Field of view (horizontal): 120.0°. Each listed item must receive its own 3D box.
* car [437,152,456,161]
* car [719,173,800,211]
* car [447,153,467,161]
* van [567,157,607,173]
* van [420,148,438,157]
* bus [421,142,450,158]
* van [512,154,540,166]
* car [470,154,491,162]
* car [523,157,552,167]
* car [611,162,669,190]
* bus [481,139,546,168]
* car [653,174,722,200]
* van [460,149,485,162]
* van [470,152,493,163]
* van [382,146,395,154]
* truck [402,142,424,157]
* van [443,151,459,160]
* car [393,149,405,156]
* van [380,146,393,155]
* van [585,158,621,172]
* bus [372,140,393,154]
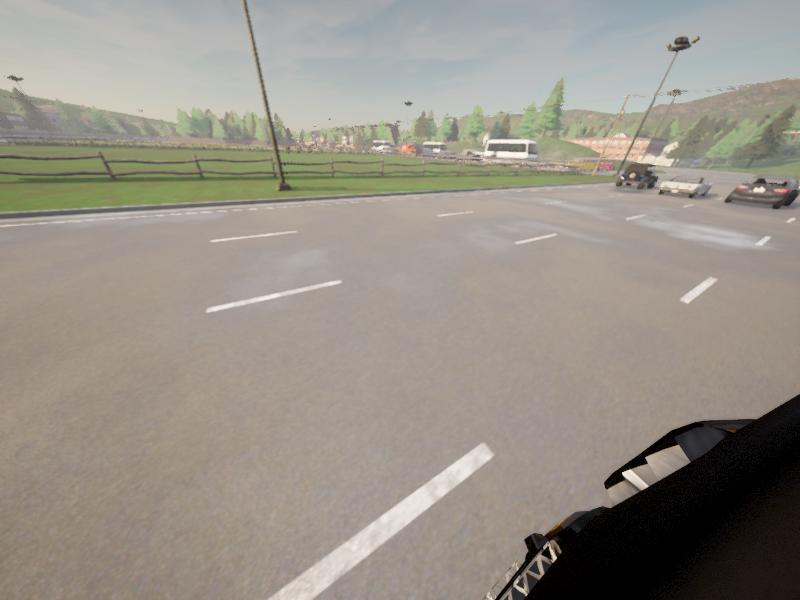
[{"bbox_3d":[11.744,-36.368,58.586,2.242,1.667,4.611,-16,38,-26],"label":"car"},{"bbox_3d":[23.097,-6.896,14.505,4.611,1.667,2.242,-14,37,-24],"label":"car"},{"bbox_3d":[14.758,-37.236,60.138,1.837,1.490,4.892,-16,38,-26],"label":"car"},{"bbox_3d":[30.611,-22.250,38.035,1.775,1.987,4.442,-17,38,-27],"label":"van"},{"bbox_3d":[9.717,-50.041,78.380,2.351,2.431,6.366,-16,38,-26],"label":"van"},{"bbox_3d":[12.180,-52.379,80.439,3.944,4.253,10.273,-16,38,-26],"label":"bus"},{"bbox_3d":[26.664,-29.814,49.188,2.069,2.038,4.480,-16,38,-26],"label":"van"},{"bbox_3d":[21.602,-38.147,62.136,2.152,1.651,5.027,-16,38,-26],"label":"car"},{"bbox_3d":[30.001,-30.138,50.424,2.163,1.488,4.792,-16,38,-26],"label":"car"},{"bbox_3d":[20.821,-10.786,20.053,3.866,1.878,1.905,-16,38,-26],"label":"car"},{"bbox_3d":[21.403,-28.401,44.681,3.944,4.253,10.273,-16,38,-26],"label":"bus"},{"bbox_3d":[21.211,-8.414,17.020,4.718,1.301,1.895,-16,38,-26],"label":"car"},{"bbox_3d":[18.738,-37.656,60.065,1.988,2.561,5.915,-16,38,-26],"label":"van"},{"bbox_3d":[18.982,-33.418,54.130,2.069,2.038,4.480,-16,39,-26],"label":"van"},{"bbox_3d":[-4.761,-60.172,92.771,2.351,2.431,6.366,-16,38,-26],"label":"van"},{"bbox_3d":[4.019,-48.562,74.478,2.891,3.827,8.468,-16,38,-26],"label":"truck"},{"bbox_3d":[14.498,-41.476,66.114,1.775,1.987,4.442,-16,38,-26],"label":"van"},{"bbox_3d":[-0.382,-48.166,75.356,1.932,1.855,4.605,-16,38,-26],"label":"car"},{"bbox_3d":[-4.718,-52.636,81.203,1.988,2.561,5.915,-16,38,-26],"label":"van"},{"bbox_3d":[38.657,-25.899,44.118,1.775,1.987,4.442,-18,39,-28],"label":"van"},{"bbox_3d":[-6.821,-59.300,89.648,3.944,4.253,10.273,-16,38,-26],"label":"bus"}]
